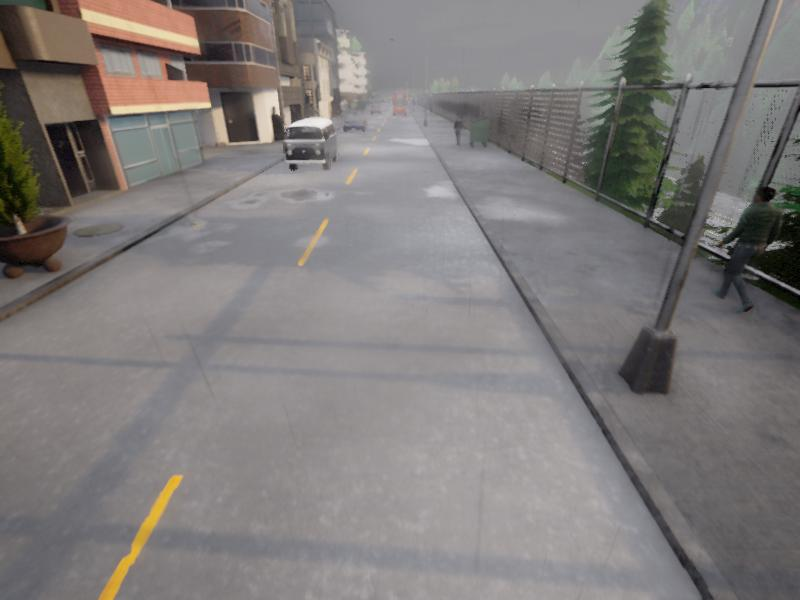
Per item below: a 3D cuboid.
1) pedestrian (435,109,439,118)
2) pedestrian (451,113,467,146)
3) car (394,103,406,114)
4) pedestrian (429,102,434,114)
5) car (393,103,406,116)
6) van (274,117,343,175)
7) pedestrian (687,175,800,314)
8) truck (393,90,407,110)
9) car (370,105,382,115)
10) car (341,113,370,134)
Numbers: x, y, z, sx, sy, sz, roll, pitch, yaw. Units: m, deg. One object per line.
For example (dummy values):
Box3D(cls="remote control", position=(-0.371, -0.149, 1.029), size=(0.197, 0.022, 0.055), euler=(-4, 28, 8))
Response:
Box3D(cls="pedestrian", position=(5.143, -26.119, 55.953), size=(0.500, 1.100, 0.500), euler=(1, 27, 2))
Box3D(cls="pedestrian", position=(3.660, -10.621, 24.964), size=(0.751, 1.860, 0.751), euler=(0, 27, 0))
Box3D(cls="car", position=(-0.037, -36.633, 76.478), size=(2.152, 1.651, 5.027), euler=(0, 27, 0))
Box3D(cls="pedestrian", position=(5.165, -31.587, 65.762), size=(0.751, 1.860, 0.751), euler=(-1, 27, -2))
Box3D(cls="car", position=(-0.031, -30.942, 64.911), size=(2.097, 1.767, 4.553), euler=(0, 27, 0))
Box3D(cls="van", position=(-4.010, -7.240, 18.533), size=(2.069, 2.038, 4.480), euler=(0, 27, 0))
Box3D(cls="pedestrian", position=(5.088, -0.788, 5.812), size=(0.751, 1.860, 0.751), euler=(0, 27, 0))
Box3D(cls="truck", position=(-0.042, -44.994, 90.025), size=(2.891, 3.827, 8.468), euler=(0, 27, 0))
Box3D(cls="car", position=(-4.030, -31.963, 67.261), size=(1.816, 1.474, 4.193), euler=(0, 27, 0))
Box3D(cls="car", position=(-4.017, -16.311, 36.798), size=(2.163, 1.488, 4.792), euler=(0, 27, 0))
